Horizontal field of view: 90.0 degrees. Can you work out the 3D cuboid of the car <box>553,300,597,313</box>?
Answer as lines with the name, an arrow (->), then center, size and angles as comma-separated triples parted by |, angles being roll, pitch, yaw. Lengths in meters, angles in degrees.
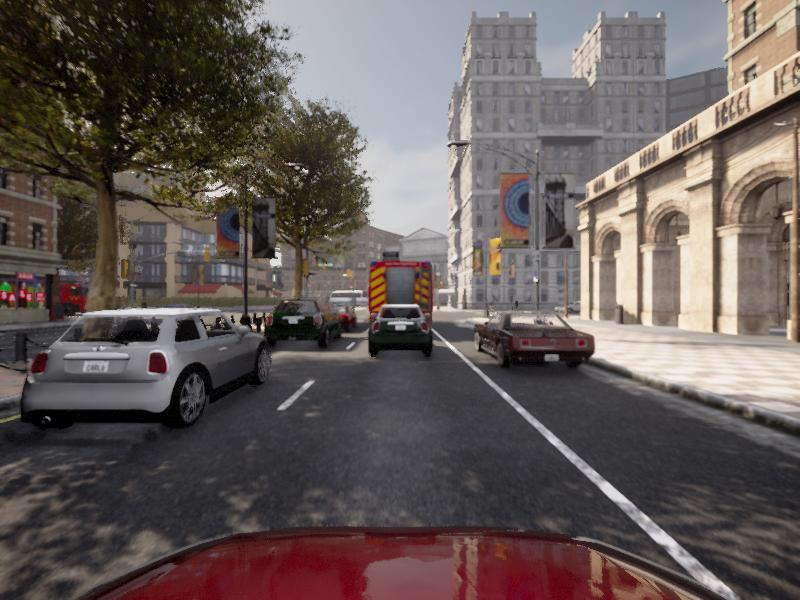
car -> 22.405, 0.851, 51.334 | 4.856, 1.649, 2.033 | 0, 0, 0

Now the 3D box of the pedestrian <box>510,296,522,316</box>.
pedestrian -> 10.489, 0.537, 36.135 | 0.751, 1.860, 0.751 | 0, 0, -25

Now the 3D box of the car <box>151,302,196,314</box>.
car -> -26.938, 0.976, 47.618 | 4.181, 1.385, 1.994 | 0, 0, 0

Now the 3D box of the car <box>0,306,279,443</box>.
car -> -3.493, 0.863, 6.381 | 1.970, 1.475, 3.806 | 0, 0, 0

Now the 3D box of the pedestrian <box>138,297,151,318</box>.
pedestrian -> -23.064, 0.689, 36.131 | 0.751, 1.860, 0.751 | 0, 0, 1

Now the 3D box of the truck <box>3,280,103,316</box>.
truck -> -38.013, -0.257, 44.066 | 8.468, 3.827, 2.891 | 0, 0, 0

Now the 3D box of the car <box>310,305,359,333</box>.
car -> -3.473, 0.976, 22.082 | 1.895, 1.301, 4.718 | 0, 0, 0

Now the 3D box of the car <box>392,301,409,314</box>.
car -> 0.059, 0.908, 50.305 | 2.128, 1.511, 4.902 | 0, 0, 0

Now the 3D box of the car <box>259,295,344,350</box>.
car -> -3.481, 0.716, 15.163 | 2.097, 1.767, 4.553 | 0, 0, 0

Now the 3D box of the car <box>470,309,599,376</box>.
car -> 3.263, 0.954, 10.818 | 1.895, 1.301, 4.718 | 0, 0, 0

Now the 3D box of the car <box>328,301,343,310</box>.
car -> -11.417, 0.955, 70.686 | 1.970, 1.475, 3.806 | 0, 0, 0

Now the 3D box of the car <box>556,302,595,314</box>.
car -> 20.972, 0.922, 47.829 | 3.806, 1.475, 1.970 | 0, 0, 0

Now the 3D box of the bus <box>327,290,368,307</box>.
bus -> -14.176, -0.383, 108.036 | 10.273, 4.253, 3.944 | 0, 0, 18

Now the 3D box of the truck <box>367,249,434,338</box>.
truck -> 0.030, -0.290, 21.484 | 2.891, 3.827, 8.468 | 0, 0, 0

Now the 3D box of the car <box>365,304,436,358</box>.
car -> 0.016, 0.872, 12.989 | 1.970, 1.475, 3.806 | 0, 0, 0
